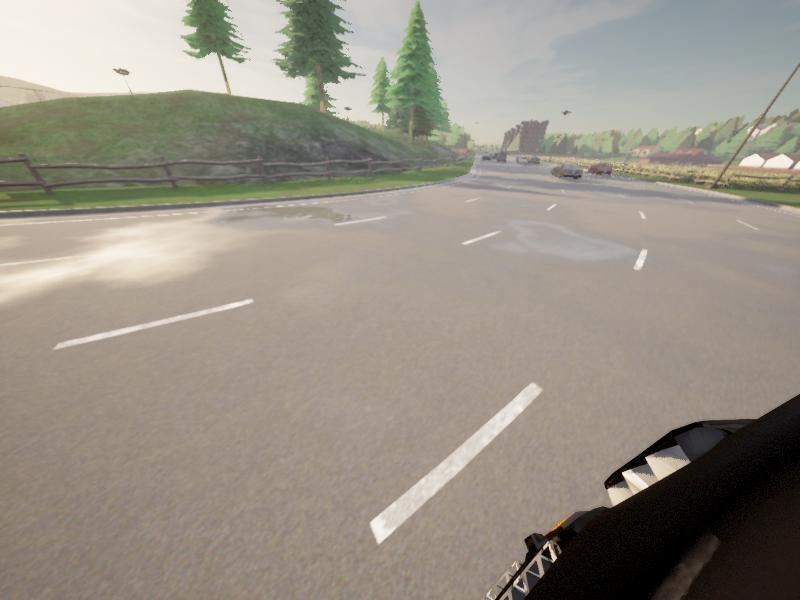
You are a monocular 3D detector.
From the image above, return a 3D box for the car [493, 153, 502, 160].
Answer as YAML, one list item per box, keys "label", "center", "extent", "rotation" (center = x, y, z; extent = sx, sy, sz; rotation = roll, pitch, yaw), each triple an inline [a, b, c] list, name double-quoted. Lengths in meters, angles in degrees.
- label: "car"
  center: [31.124, -45.989, 73.951]
  extent: [1.905, 1.878, 3.866]
  rotation: [11, 34, 12]

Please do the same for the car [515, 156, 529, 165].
- label: "car"
  center: [26.654, -30.444, 50.444]
  extent: [1.845, 1.501, 3.633]
  rotation: [11, 34, 12]

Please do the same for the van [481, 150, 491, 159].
- label: "van"
  center: [28.367, -47.985, 76.267]
  extent: [2.351, 2.431, 6.366]
  rotation: [11, 34, 12]

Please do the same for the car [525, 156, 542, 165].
- label: "car"
  center: [31.978, -33.513, 55.441]
  extent: [2.242, 1.667, 4.611]
  rotation: [11, 34, 12]

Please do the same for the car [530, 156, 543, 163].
- label: "car"
  center: [39.575, -40.853, 67.091]
  extent: [1.837, 1.490, 4.892]
  rotation: [11, 34, 12]

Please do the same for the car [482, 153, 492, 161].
- label: "car"
  center: [24.163, -39.749, 64.246]
  extent: [1.930, 1.638, 5.238]
  rotation: [11, 34, 12]

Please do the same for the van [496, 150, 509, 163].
- label: "van"
  center: [26.244, -37.045, 59.445]
  extent: [1.988, 2.561, 5.915]
  rotation: [11, 34, 12]

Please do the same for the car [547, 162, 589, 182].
- label: "car"
  center: [18.152, -14.131, 25.314]
  extent: [2.033, 1.411, 5.357]
  rotation: [10, 34, 11]

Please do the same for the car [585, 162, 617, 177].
- label: "car"
  center: [27.468, -18.011, 31.693]
  extent: [1.845, 1.501, 3.633]
  rotation: [11, 34, 12]
